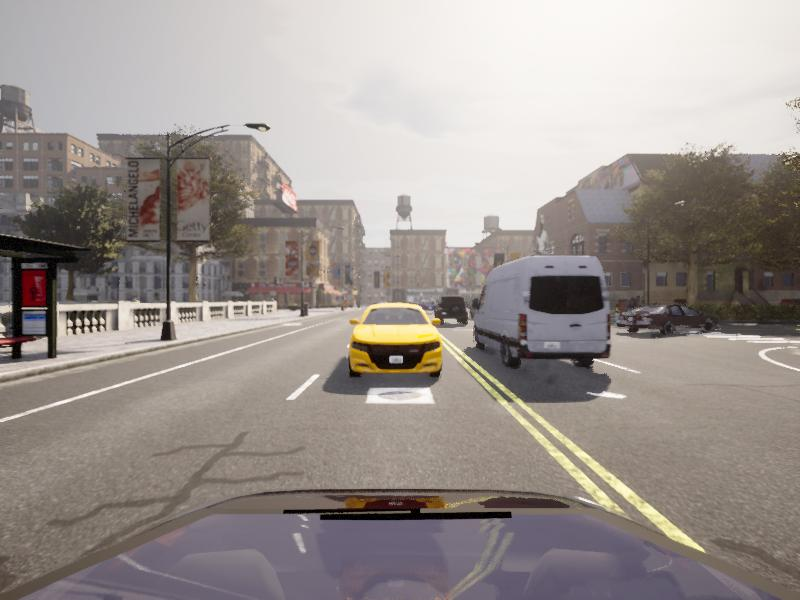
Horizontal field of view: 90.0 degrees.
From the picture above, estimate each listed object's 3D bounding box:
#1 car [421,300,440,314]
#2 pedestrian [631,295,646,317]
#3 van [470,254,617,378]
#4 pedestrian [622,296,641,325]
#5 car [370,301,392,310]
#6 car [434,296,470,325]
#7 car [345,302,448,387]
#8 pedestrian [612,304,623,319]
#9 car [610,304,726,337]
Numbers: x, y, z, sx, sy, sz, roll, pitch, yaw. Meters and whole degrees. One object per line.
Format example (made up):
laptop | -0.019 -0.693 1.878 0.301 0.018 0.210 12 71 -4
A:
car | 3.717 0.808 49.172 2.152 1.651 5.027 0 0 4
pedestrian | 19.968 0.504 33.489 0.751 1.860 0.751 0 0 1
van | 3.484 0.328 11.215 1.988 2.561 5.915 0 0 0
pedestrian | 14.888 0.652 25.728 0.751 1.860 0.751 0 0 -2
car | -3.035 0.900 65.598 2.002 1.452 4.674 0 0 19
car | 3.446 0.662 27.179 1.905 1.878 3.866 0 0 0
car | -0.129 0.829 9.828 1.882 1.535 5.008 0 0 -1
pedestrian | 16.345 0.882 30.025 0.500 1.100 0.500 0 0 -27
car | 12.935 0.906 19.277 5.357 1.411 2.033 0 0 -23
